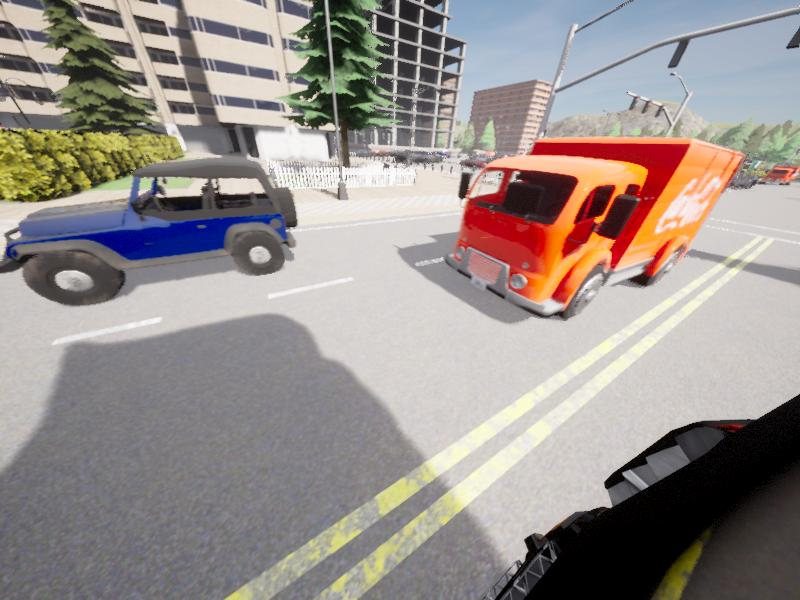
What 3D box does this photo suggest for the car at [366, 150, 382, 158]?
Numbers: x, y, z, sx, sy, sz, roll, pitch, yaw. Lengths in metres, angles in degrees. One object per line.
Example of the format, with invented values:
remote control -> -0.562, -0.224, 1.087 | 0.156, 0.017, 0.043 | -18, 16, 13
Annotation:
car -> -6.008, -33.245, 52.625 | 1.895, 1.301, 4.718 | -16, 38, -26

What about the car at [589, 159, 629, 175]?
car -> 33.204, -21.214, 36.817 | 1.905, 1.878, 3.866 | -16, 38, -26

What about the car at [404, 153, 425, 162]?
car -> 2.843, -28.354, 45.948 | 1.895, 1.301, 4.718 | -16, 38, -26

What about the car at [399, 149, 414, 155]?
car -> 2.317, -51.435, 80.298 | 4.892, 1.490, 1.837 | -16, 38, -26

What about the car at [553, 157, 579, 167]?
car -> 41.400, -34.695, 57.879 | 1.932, 1.855, 4.605 | -16, 38, -26

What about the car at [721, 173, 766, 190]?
car -> 38.691, -13.389, 26.019 | 3.633, 1.501, 1.845 | -15, 38, -25

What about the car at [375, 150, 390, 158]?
car -> -4.221, -35.379, 55.866 | 1.812, 1.442, 4.674 | -16, 38, -26

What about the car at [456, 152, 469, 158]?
car -> 24.746, -57.757, 91.905 | 4.611, 1.667, 2.242 | -16, 38, -26

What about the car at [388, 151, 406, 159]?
car -> -0.816, -35.844, 56.893 | 2.033, 1.411, 5.357 | -16, 38, -26

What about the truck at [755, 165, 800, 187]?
truck -> 56.372, -18.444, 34.256 | 5.204, 2.467, 2.627 | -15, 37, -25

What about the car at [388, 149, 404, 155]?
car -> -1.396, -52.500, 81.852 | 5.357, 1.411, 2.033 | -16, 38, -26

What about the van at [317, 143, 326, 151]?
van -> -28.834, -56.082, 84.643 | 2.069, 2.038, 4.480 | -16, 38, -26

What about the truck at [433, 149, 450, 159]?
truck -> 11.220, -39.912, 63.136 | 2.069, 2.038, 4.478 | -16, 38, -26

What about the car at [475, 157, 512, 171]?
car -> 14.273, -21.024, 35.571 | 1.882, 1.535, 5.008 | -16, 37, -26

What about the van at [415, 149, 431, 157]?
van -> 7.589, -48.579, 76.165 | 4.480, 2.038, 2.069 | -16, 38, -26

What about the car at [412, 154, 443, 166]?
car -> 4.390, -23.031, 37.930 | 2.033, 1.411, 5.357 | -16, 38, -26

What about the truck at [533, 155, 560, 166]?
truck -> 34.322, -32.748, 54.184 | 2.069, 2.038, 4.478 | -16, 38, -26

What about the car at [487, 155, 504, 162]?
car -> 26.770, -39.969, 65.046 | 1.784, 1.438, 3.905 | -16, 38, -26

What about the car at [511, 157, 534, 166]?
car -> 26.813, -30.341, 50.540 | 1.970, 1.475, 3.806 | -16, 38, -26

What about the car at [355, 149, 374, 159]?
car -> -7.578, -31.060, 48.974 | 2.038, 1.542, 4.974 | -16, 38, -26

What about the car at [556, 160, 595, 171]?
car -> 32.328, -24.877, 42.711 | 2.033, 1.415, 5.357 | -16, 38, -26

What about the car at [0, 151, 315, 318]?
car -> -3.902, -1.474, 4.186 | 3.866, 1.878, 1.905 | -16, 38, -26

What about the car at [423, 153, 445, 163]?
car -> 6.709, -28.444, 46.265 | 1.812, 1.442, 4.674 | -16, 38, -26

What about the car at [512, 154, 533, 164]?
car -> 31.125, -35.832, 58.765 | 1.905, 1.878, 3.866 | -16, 38, -26

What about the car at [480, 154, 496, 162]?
car -> 24.263, -39.239, 63.794 | 1.970, 1.475, 3.806 | -16, 38, -26

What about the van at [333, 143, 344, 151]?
van -> -23.702, -58.874, 88.922 | 2.351, 2.431, 6.366 | -16, 38, -26

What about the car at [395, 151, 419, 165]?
car -> 1.081, -22.550, 36.739 | 1.851, 1.617, 3.988 | -16, 38, -26

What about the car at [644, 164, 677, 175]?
car -> 52.665, -26.501, 46.841 | 1.970, 1.475, 3.806 | -16, 38, -26

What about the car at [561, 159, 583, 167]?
car -> 43.928, -35.192, 59.220 | 1.784, 1.438, 3.905 | -16, 38, -26

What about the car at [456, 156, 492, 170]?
car -> 10.930, -20.460, 34.496 | 2.163, 1.488, 4.792 | -16, 38, -26

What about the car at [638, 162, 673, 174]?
car -> 50.165, -26.002, 45.448 | 1.905, 1.878, 3.866 | -16, 38, -26

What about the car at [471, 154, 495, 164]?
car -> 18.735, -32.228, 52.604 | 2.242, 1.667, 4.611 | -16, 38, -26

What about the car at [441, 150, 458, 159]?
car -> 13.686, -40.572, 64.507 | 1.932, 1.855, 4.605 | -16, 38, -26

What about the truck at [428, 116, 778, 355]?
truck -> 3.566, -1.579, 4.443 | 5.204, 2.467, 2.627 | -15, 38, -26

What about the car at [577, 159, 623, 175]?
car -> 30.673, -20.539, 35.585 | 1.932, 1.855, 4.605 | -16, 38, -26

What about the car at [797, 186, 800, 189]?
car -> 58.866, -16.436, 32.451 | 5.027, 1.651, 2.152 | -15, 37, -25

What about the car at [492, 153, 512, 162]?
car -> 29.076, -40.821, 66.142 | 1.932, 1.855, 4.605 | -16, 38, -26
